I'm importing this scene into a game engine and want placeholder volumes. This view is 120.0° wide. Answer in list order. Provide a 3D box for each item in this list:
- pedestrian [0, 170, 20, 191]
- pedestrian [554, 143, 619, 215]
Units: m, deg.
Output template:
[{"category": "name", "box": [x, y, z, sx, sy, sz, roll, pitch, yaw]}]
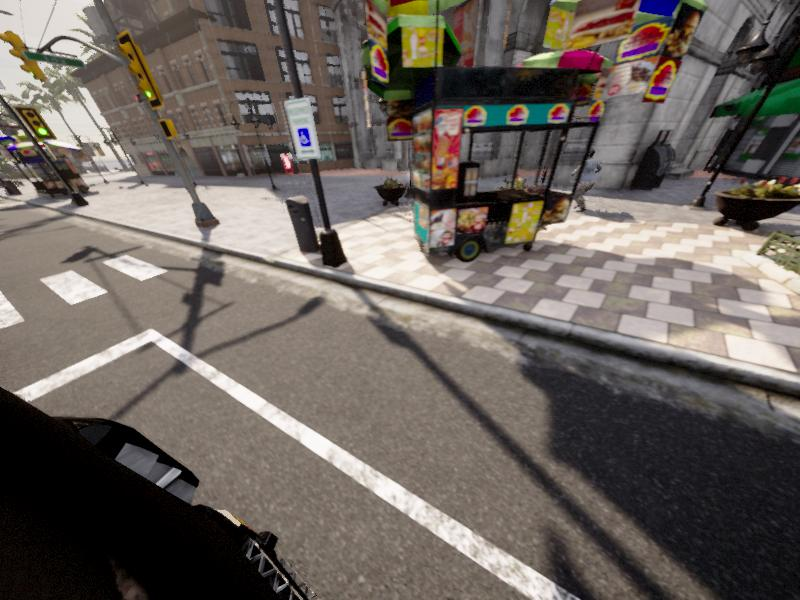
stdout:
[{"category": "pedestrian", "box": [-40.262, -12.179, 23.525, 0.751, 1.860, 0.751, 25, 43, 36]}, {"category": "pedestrian", "box": [5.666, -3.715, 7.144, 0.751, 1.860, 0.751, -15, 35, -18]}]
